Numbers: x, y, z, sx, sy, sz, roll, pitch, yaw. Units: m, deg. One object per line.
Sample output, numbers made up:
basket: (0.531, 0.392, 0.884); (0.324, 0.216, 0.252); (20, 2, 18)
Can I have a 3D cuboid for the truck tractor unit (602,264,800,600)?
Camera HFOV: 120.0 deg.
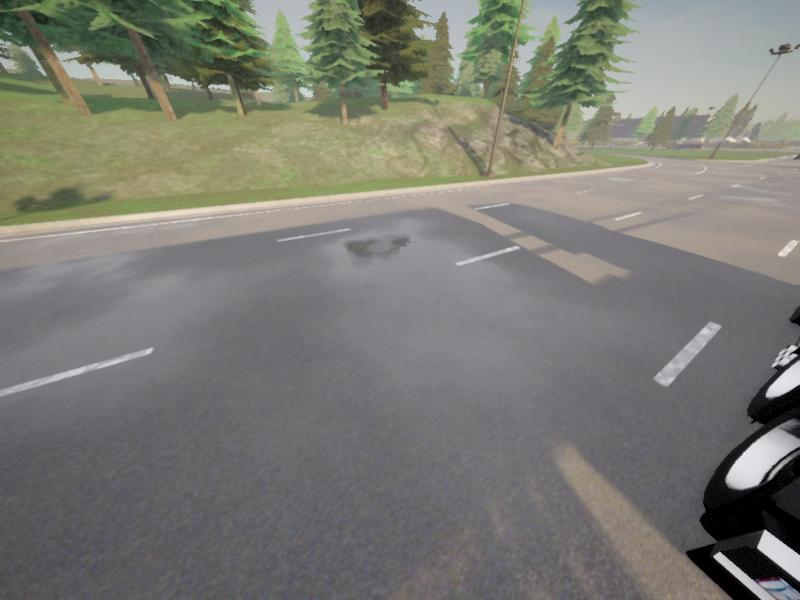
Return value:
truck tractor unit: (5.111, -0.300, 0.785); (6.516, 4.208, 3.053); (-18, 39, -24)
